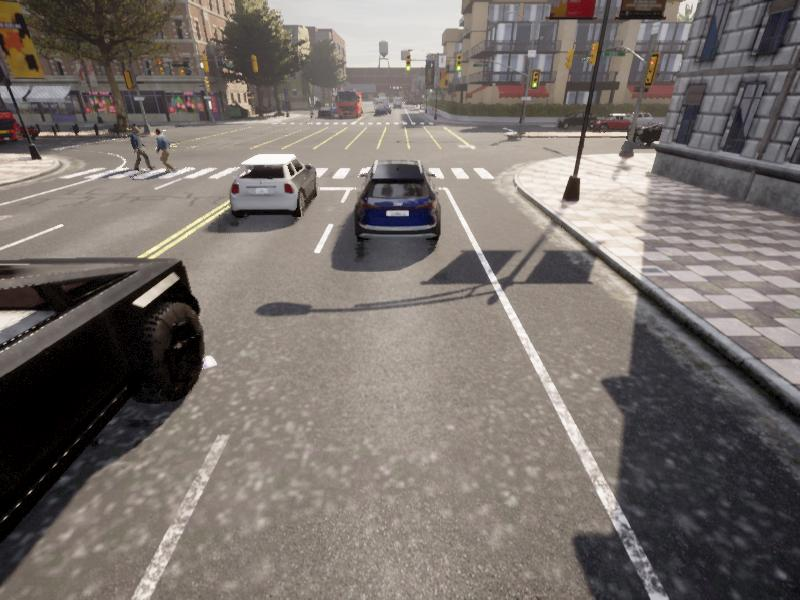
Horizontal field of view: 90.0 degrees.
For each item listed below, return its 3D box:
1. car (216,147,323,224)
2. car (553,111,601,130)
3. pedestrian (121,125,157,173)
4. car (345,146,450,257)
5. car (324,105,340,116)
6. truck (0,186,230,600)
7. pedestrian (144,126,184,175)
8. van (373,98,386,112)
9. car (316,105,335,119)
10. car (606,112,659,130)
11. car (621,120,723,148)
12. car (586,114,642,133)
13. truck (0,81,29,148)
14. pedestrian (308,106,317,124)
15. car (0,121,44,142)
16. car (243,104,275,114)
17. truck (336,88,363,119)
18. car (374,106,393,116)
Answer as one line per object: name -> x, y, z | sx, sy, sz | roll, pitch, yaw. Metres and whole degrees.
car -> -3.630, -3.557, 11.940 | 1.970, 1.475, 3.806 | -1, 27, -2
car -> 17.354, -17.660, 39.342 | 3.705, 1.549, 1.789 | 0, 27, 0
pedestrian -> -11.147, -6.479, 17.161 | 0.751, 1.860, 0.751 | -10, 29, -18
car -> -0.055, -2.766, 10.238 | 2.033, 1.649, 4.856 | 0, 28, 0
car -> -10.883, -30.623, 64.722 | 1.812, 1.442, 4.674 | 0, 27, 0
truck -> -3.511, 1.102, 2.184 | 2.390, 2.098, 6.274 | 0, 27, 0
pedestrian -> -9.811, -6.252, 16.719 | 0.751, 1.860, 0.751 | 2, 27, 4
van -> -3.969, -38.572, 79.127 | 2.351, 2.431, 6.366 | 0, 27, 0
car -> -10.849, -27.610, 58.633 | 1.930, 1.638, 5.238 | -1, 27, -1
car -> 22.787, -17.625, 39.358 | 3.806, 1.475, 1.970 | 0, 27, 0
car -> 17.514, -10.794, 26.006 | 4.902, 1.511, 2.128 | 0, 27, 0
car -> 19.288, -16.028, 36.246 | 3.806, 1.475, 1.970 | 0, 27, 0
truck -> -29.905, -11.827, 25.483 | 8.468, 3.827, 2.891 | 0, 27, 0
pedestrian -> -10.179, -21.498, 46.429 | 0.751, 1.860, 0.751 | 0, 27, 1
car -> -29.309, -12.302, 29.178 | 4.718, 1.301, 1.895 | 0, 27, 0
car -> -25.736, -35.006, 73.167 | 4.974, 1.542, 2.038 | 0, 27, 1
truck -> -7.359, -29.204, 59.350 | 2.891, 3.827, 8.468 | 0, 27, 0
car -> -2.702, -31.414, 66.347 | 1.994, 1.385, 4.181 | 6, 28, 12
